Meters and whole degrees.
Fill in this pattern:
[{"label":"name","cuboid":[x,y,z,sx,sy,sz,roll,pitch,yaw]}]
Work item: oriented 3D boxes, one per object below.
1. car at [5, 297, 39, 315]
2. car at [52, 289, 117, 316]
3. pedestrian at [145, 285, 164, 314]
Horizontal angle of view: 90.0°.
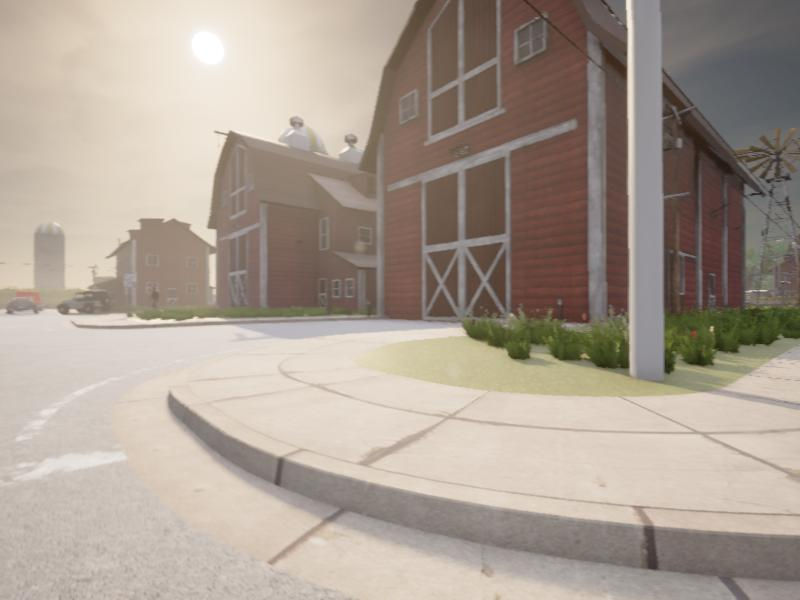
[{"label":"car","cuboid":[-36.448,0.537,38.685,2.152,1.651,5.027,0,-1,-41]},{"label":"car","cuboid":[-26.087,0.185,33.193,3.866,1.878,1.905,-2,5,6]},{"label":"pedestrian","cuboid":[-16.025,-0.034,26.091,0.751,1.860,0.751,0,0,26]}]
